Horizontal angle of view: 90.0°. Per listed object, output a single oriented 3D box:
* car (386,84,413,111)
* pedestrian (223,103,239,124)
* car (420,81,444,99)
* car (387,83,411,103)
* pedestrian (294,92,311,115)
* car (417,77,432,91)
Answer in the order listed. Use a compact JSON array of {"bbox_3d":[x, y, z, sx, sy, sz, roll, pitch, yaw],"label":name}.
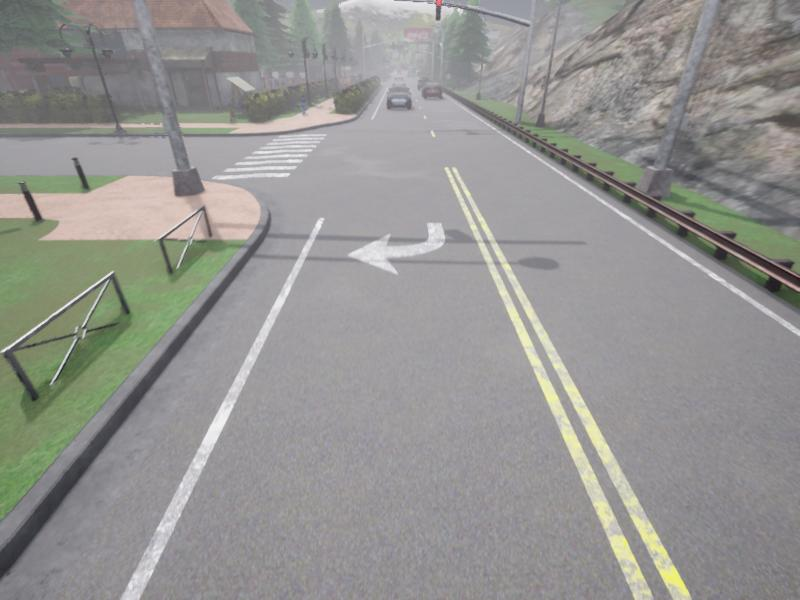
[{"bbox_3d":[-0.078,-16.595,32.648,2.033,1.649,4.856,0,30,0],"label":"car"},{"bbox_3d":[-9.978,-11.005,23.609,0.500,1.100,0.500,3,31,5],"label":"pedestrian"},{"bbox_3d":[3.406,-22.534,42.917,2.163,1.488,4.792,0,30,0],"label":"car"},{"bbox_3d":[-0.087,-19.993,38.554,2.128,1.511,4.902,0,30,0],"label":"car"},{"bbox_3d":[-6.387,-12.906,26.333,0.751,1.300,0.751,3,31,5],"label":"pedestrian"},{"bbox_3d":[3.383,-30.559,56.539,1.851,1.617,3.988,0,30,0],"label":"car"}]
